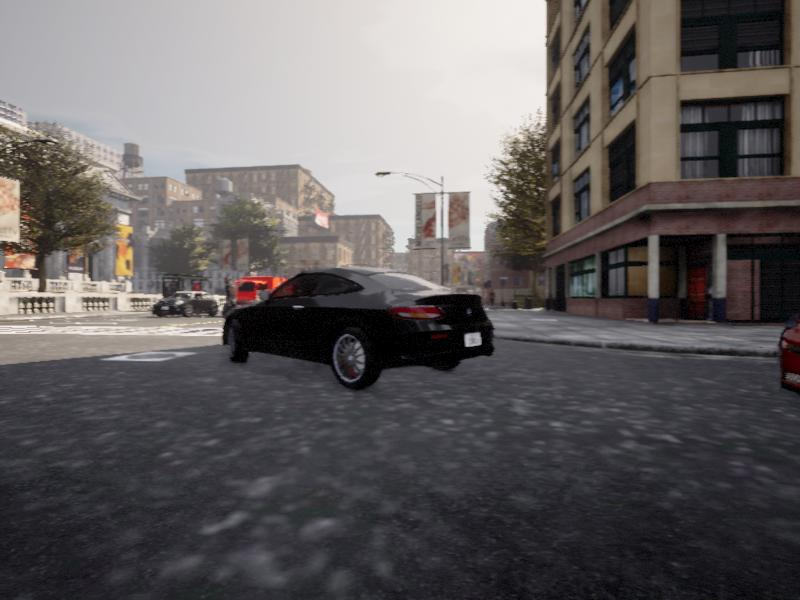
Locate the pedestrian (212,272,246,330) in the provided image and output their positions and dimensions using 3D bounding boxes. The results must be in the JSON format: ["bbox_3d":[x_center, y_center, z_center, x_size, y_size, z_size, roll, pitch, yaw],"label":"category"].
[{"bbox_3d":[-5.656,0.024,13.273,0.751,1.860,0.751,0,0,8],"label":"pedestrian"}]

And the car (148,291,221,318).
[{"bbox_3d":[-12.652,0.232,23.773,1.970,1.475,3.806,0,0,8],"label":"car"}]

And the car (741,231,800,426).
[{"bbox_3d":[5.277,0.222,2.397,4.514,1.525,2.007,0,0,13],"label":"car"}]

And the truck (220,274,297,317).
[{"bbox_3d":[-8.857,-0.268,25.763,2.627,2.467,5.204,0,0,7],"label":"truck"}]

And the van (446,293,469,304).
[{"bbox_3d":[14.273,-0.417,99.014,5.915,2.561,1.988,0,0,-39],"label":"van"}]

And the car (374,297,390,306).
[{"bbox_3d":[-3.084,0.210,67.926,1.970,1.475,3.806,0,0,9],"label":"car"}]

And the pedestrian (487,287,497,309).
[{"bbox_3d":[7.747,-0.157,33.760,0.751,1.860,0.751,0,0,3],"label":"pedestrian"}]

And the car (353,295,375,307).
[{"bbox_3d":[-4.905,0.169,54.601,2.007,1.525,4.514,0,0,8],"label":"car"}]

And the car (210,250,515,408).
[{"bbox_3d":[-0.903,0.262,5.904,4.674,1.442,1.812,0,0,43],"label":"car"}]
